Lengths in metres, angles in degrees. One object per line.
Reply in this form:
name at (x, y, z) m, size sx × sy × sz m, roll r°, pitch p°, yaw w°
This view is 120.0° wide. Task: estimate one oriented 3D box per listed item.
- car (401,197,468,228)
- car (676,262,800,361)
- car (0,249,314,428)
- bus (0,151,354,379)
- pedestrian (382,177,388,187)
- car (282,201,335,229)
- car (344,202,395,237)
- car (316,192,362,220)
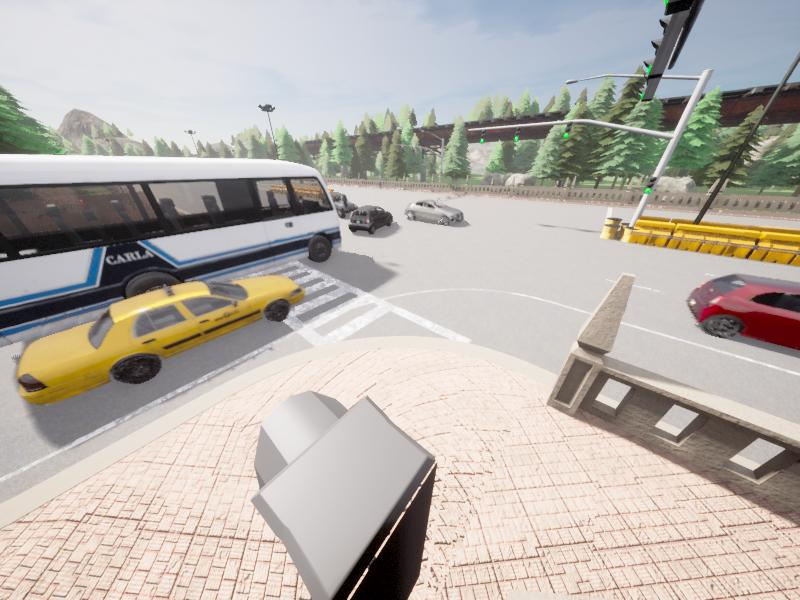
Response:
car at (2.736, -7.385, 19.175) m, size 5.027 × 1.651 × 2.152 m, roll 23°, pitch 37°, yaw 34°
car at (10.064, 0.427, 5.738) m, size 3.633 × 1.501 × 1.845 m, roll 22°, pitch 36°, yaw 33°
car at (-5.251, 0.273, 5.953) m, size 1.801 × 1.575 × 5.366 m, roll 23°, pitch 37°, yaw 34°
bus at (-7.102, -2.746, 8.511) m, size 3.944 × 4.253 × 10.273 m, roll 21°, pitch 36°, yaw 32°
pedestrian at (-3.229, -25.254, 49.533) m, size 0.751 × 1.860 × 0.751 m, roll 24°, pitch 38°, yaw 35°
car at (-7.474, -7.017, 18.791) m, size 4.181 × 1.385 × 1.994 m, roll 24°, pitch 37°, yaw 35°
car at (-2.016, -5.972, 16.744) m, size 1.851 × 1.617 × 3.988 m, roll 12°, pitch 32°, yaw 20°
car at (-5.629, -8.751, 21.272) m, size 3.866 × 1.878 × 1.905 m, roll 23°, pitch 37°, yaw 34°
